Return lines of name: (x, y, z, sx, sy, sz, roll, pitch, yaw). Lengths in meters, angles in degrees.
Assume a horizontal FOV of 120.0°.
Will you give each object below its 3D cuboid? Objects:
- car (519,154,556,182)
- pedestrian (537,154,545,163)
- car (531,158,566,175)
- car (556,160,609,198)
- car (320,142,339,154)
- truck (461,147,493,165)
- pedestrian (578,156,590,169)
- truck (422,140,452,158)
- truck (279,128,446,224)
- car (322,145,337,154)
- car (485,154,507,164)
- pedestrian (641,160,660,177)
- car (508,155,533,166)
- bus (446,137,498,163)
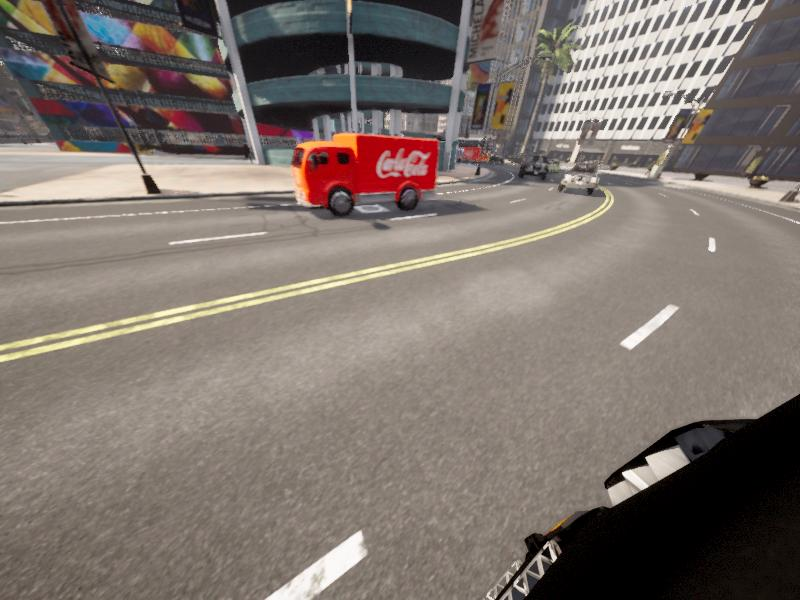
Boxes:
car: (13.154, -12.996, 22.568, 2.150, 2.045, 5.566, 15, 35, 17)
pedestrian: (33.109, -33.284, 54.333, 0.751, 1.860, 0.751, 3, 34, 1)
car: (19.089, -17.305, 29.936, 2.007, 1.525, 4.514, 6, 34, 4)
car: (12.302, -8.323, 15.646, 1.932, 1.855, 4.605, 23, 38, 27)
car: (-15.660, -33.723, 51.137, 2.435, 2.045, 5.566, -16, 38, -26)
truck: (14.228, -26.773, 42.918, 2.627, 2.467, 5.204, -9, 36, -18)
pedestrian: (33.125, -24.792, 41.591, 0.751, 1.860, 0.751, 4, 34, 1)
truck: (9.782, -40.423, 61.826, 2.891, 3.827, 8.468, -16, 38, -26)
truck: (-1.279, -4.810, 8.825, 5.204, 2.467, 2.627, -18, 39, -27)
car: (-15.706, -33.426, 51.395, 2.007, 1.523, 4.514, -16, 38, -26)
car: (19.644, -28.940, 47.403, 1.789, 1.549, 3.705, -12, 37, -20)
pedestrian: (32.806, -17.256, 30.266, 0.751, 1.860, 0.751, 9, 34, 10)
car: (24.024, -27.922, 46.151, 1.851, 1.617, 3.988, -8, 35, -16)
bus: (14.756, -31.884, 49.018, 3.944, 4.253, 10.273, -14, 37, -25)
